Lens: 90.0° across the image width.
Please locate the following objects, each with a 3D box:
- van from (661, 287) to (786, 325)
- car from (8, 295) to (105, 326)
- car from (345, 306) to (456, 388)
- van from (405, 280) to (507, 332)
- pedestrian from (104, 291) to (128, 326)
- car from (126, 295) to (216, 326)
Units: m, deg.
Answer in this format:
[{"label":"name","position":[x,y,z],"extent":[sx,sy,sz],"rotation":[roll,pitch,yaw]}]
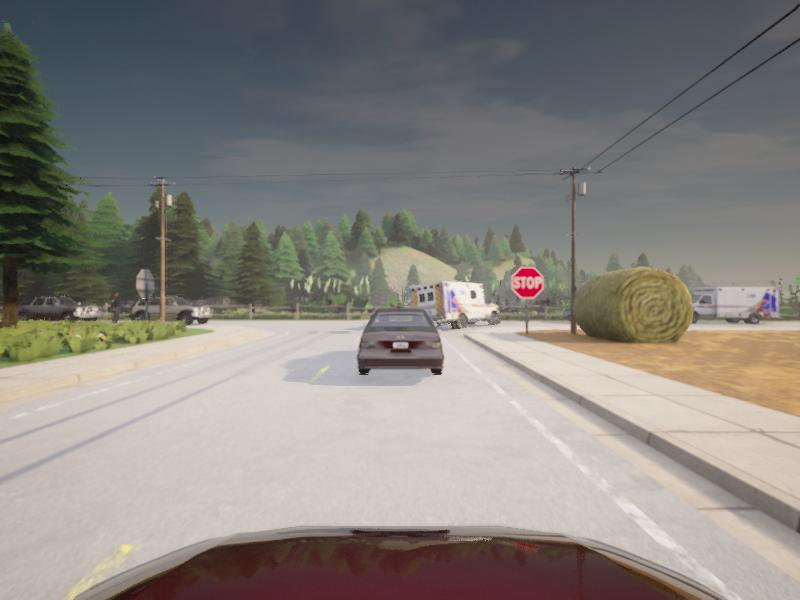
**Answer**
[{"label":"van","position":[21.550,0.364,26.926],"extent":[6.366,2.431,2.351],"rotation":[0,0,3]},{"label":"car","position":[-21.829,0.637,25.532],"extent":[4.605,1.855,1.932],"rotation":[0,0,2]},{"label":"car","position":[0.015,0.902,10.013],"extent":[2.033,1.411,5.357],"rotation":[0,0,0]},{"label":"van","position":[3.421,0.400,23.093],"extent":[2.351,2.431,6.366],"rotation":[-10,-7,43]},{"label":"pedestrian","position":[-15.285,0.467,21.547],"extent":[0.751,1.860,0.751],"rotation":[0,0,-3]},{"label":"car","position":[-14.295,0.637,25.129],"extent":[4.605,1.855,1.932],"rotation":[0,0,5]}]
